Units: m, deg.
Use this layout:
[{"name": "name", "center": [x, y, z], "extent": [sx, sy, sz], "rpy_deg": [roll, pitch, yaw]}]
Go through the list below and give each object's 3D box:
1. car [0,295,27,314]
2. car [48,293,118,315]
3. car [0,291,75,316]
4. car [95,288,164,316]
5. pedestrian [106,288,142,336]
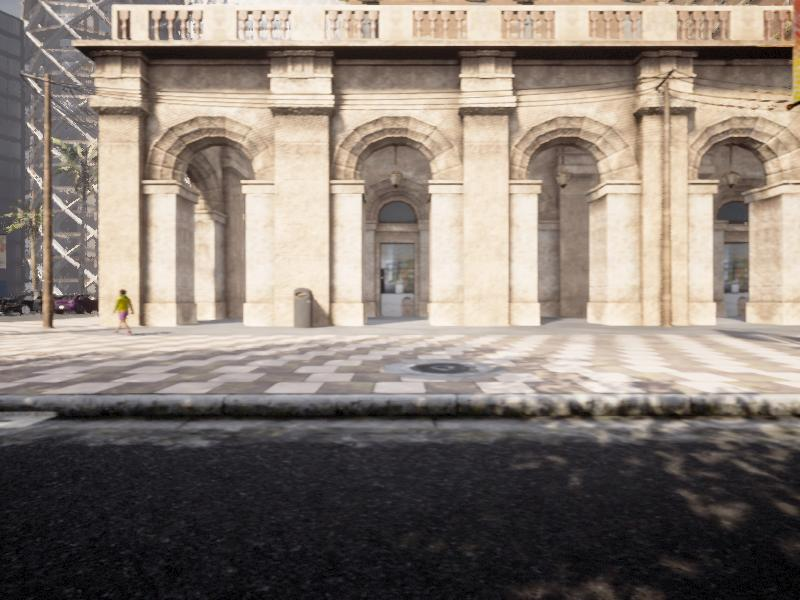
[{"name": "car", "center": [-29.966, 0.338, 28.351], "extent": [2.033, 1.411, 5.357], "rpy_deg": [0, 0, 0]}, {"name": "car", "center": [-22.948, 0.287, 29.190], "extent": [1.816, 1.474, 4.193], "rpy_deg": [0, 0, 0]}, {"name": "car", "center": [-26.463, 0.209, 28.790], "extent": [1.930, 1.638, 5.238], "rpy_deg": [0, 0, 0]}, {"name": "car", "center": [-19.445, 0.085, 29.079], "extent": [1.932, 1.855, 4.605], "rpy_deg": [0, 1, 0]}, {"name": "pedestrian", "center": [-6.490, 0.275, 9.412], "extent": [0.500, 1.100, 0.500], "rpy_deg": [0, 0, 14]}]
